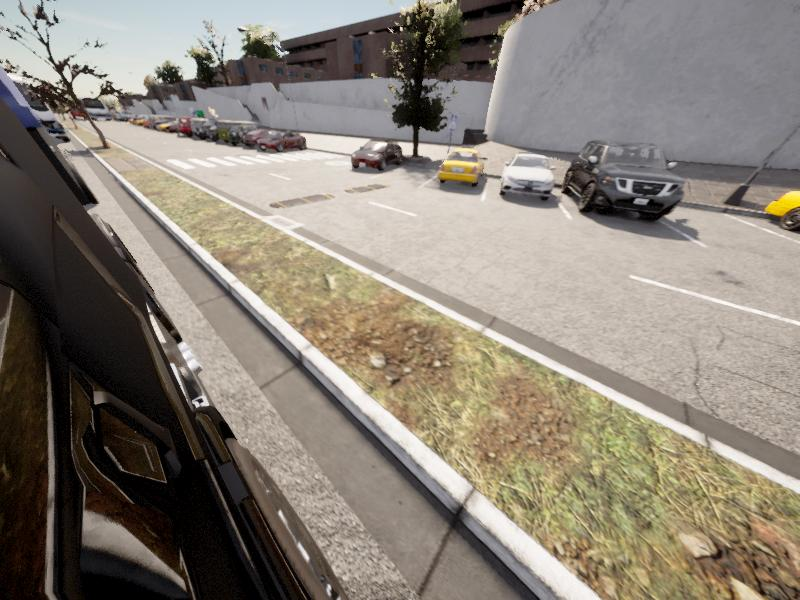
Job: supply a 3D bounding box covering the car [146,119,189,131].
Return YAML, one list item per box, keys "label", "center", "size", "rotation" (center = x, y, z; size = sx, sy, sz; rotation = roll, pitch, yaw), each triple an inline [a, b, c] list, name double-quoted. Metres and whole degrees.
- label: "car"
  center: [-40.061, -30.298, 40.005]
  size: [2.002, 1.452, 4.674]
  rotation: [15, 38, 14]

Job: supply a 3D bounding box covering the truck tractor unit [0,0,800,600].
- label: "truck tractor unit"
  center: [-2.645, -0.295, 0.351]
  size: [6.516, 4.208, 3.053]
  rotation: [28, 44, 30]

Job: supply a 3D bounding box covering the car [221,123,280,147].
- label: "car"
  center: [-15.013, -16.839, 23.581]
  size: [2.185, 1.767, 4.553]
  rotation: [14, 38, 15]

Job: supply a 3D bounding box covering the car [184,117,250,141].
- label: "car"
  center: [-21.830, -20.621, 27.967]
  size: [2.435, 2.045, 5.566]
  rotation: [15, 38, 14]

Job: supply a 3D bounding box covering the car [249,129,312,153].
- label: "car"
  center: [-10.446, -14.252, 20.690]
  size: [2.163, 1.488, 4.792]
  rotation: [15, 38, 14]

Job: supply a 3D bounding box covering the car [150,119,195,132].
- label: "car"
  center: [-37.773, -29.074, 38.555]
  size: [2.163, 1.488, 4.792]
  rotation: [15, 38, 14]

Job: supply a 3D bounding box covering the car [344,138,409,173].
- label: "car"
  center: [-1.284, -9.314, 14.706]
  size: [2.163, 1.488, 4.792]
  rotation: [15, 38, 14]

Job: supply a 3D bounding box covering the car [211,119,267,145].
- label: "car"
  center: [-17.236, -18.227, 25.122]
  size: [1.878, 1.987, 4.442]
  rotation: [14, 38, 15]

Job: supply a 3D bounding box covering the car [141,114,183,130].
- label: "car"
  center: [-42.350, -31.695, 41.225]
  size: [1.878, 1.987, 4.442]
  rotation: [15, 38, 14]

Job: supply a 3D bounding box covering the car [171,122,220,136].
- label: "car"
  center: [-28.673, -24.090, 32.619]
  size: [2.002, 1.452, 4.674]
  rotation: [14, 38, 15]

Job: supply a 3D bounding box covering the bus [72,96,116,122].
- label: "bus"
  center: [-72.070, -44.990, 54.410]
  size: [10.273, 4.253, 3.944]
  rotation: [29, 44, 29]

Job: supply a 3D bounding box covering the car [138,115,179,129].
- label: "car"
  center: [-44.613, -32.925, 42.820]
  size: [2.185, 1.767, 4.553]
  rotation: [15, 38, 14]

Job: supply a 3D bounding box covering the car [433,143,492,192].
- label: "car"
  center: [3.366, -6.990, 11.857]
  size: [1.946, 1.575, 5.366]
  rotation: [14, 38, 15]

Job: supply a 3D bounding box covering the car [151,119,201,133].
- label: "car"
  center: [-35.558, -27.736, 36.893]
  size: [1.946, 1.575, 5.366]
  rotation: [15, 38, 14]

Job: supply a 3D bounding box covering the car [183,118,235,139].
- label: "car"
  center: [-24.138, -21.779, 29.401]
  size: [1.878, 1.987, 4.442]
  rotation: [15, 38, 14]

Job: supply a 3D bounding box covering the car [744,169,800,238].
- label: "car"
  center: [12.416, -1.885, 5.556]
  size: [1.946, 1.575, 5.366]
  rotation: [14, 38, 15]

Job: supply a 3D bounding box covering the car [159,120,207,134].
- label: "car"
  center: [-33.233, -26.554, 35.555]
  size: [2.163, 1.488, 4.792]
  rotation: [15, 38, 14]

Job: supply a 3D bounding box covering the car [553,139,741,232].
- label: "car"
  center: [7.899, -4.609, 8.541]
  size: [2.435, 2.045, 5.566]
  rotation: [14, 38, 15]

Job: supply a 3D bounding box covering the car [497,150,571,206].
- label: "car"
  center: [5.602, -5.625, 10.242]
  size: [2.002, 1.452, 4.674]
  rotation: [14, 38, 14]

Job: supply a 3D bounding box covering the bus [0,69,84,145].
- label: "bus"
  center: [-31.474, -15.915, 19.280]
  size: [10.273, 4.253, 3.944]
  rotation: [28, 44, 30]

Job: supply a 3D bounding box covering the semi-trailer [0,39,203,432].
- label: "semi-trailer"
  center: [-8.747, -3.572, 4.177]
  size: [14.254, 4.402, 2.717]
  rotation: [28, 44, 29]

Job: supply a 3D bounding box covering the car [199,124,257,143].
- label: "car"
  center: [-19.564, -19.205, 26.649]
  size: [2.231, 1.521, 4.892]
  rotation: [14, 38, 15]

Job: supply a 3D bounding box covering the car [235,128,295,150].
- label: "car"
  center: [-12.736, -15.494, 22.214]
  size: [2.002, 1.452, 4.674]
  rotation: [14, 38, 15]

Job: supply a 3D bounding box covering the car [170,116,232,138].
- label: "car"
  center: [-26.373, -23.110, 30.987]
  size: [2.435, 2.045, 5.566]
  rotation: [14, 38, 15]
